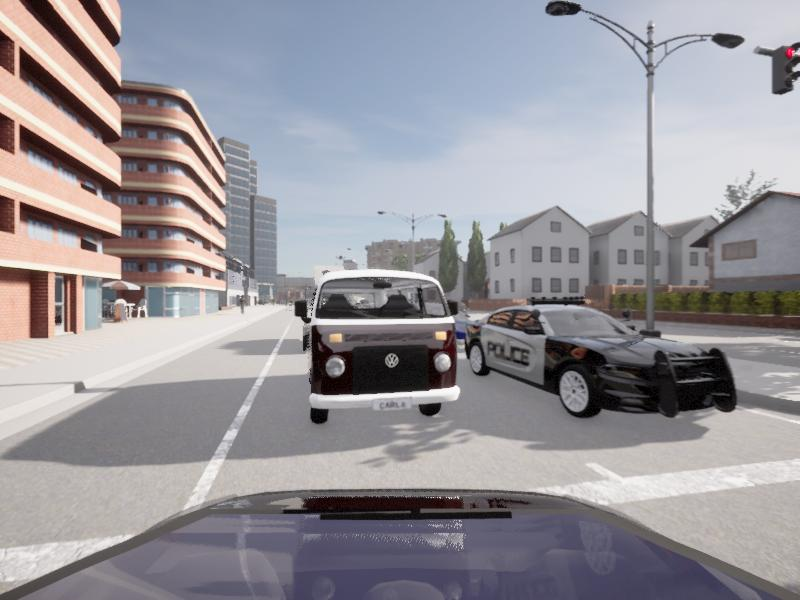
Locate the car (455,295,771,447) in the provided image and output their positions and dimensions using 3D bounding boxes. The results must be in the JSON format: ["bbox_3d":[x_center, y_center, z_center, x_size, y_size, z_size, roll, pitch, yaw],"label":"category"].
[{"bbox_3d":[2.872,0.762,7.095,1.930,1.638,5.238,0,0,-14],"label":"car"}]

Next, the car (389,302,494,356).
[{"bbox_3d":[1.170,0.837,13.959,2.163,1.488,4.792,0,0,-14],"label":"car"}]

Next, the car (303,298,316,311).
[{"bbox_3d":[-13.471,0.603,59.372,1.932,1.855,4.605,0,0,-14],"label":"car"}]

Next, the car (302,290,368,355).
[{"bbox_3d":[-2.431,0.638,13.964,1.932,1.855,4.605,0,0,-14],"label":"car"}]

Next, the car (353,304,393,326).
[{"bbox_3d":[-1.886,0.919,26.529,1.895,1.301,4.718,0,0,-14],"label":"car"}]

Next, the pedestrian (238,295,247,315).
[{"bbox_3d":[-14.427,0.456,36.672,0.751,1.860,0.751,0,0,-16],"label":"pedestrian"}]

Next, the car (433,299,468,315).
[{"bbox_3d":[5.549,0.735,44.627,2.152,1.651,5.027,0,0,-14],"label":"car"}]

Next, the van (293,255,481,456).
[{"bbox_3d":[-0.614,0.565,6.479,2.069,2.038,4.480,0,0,-14],"label":"van"}]
